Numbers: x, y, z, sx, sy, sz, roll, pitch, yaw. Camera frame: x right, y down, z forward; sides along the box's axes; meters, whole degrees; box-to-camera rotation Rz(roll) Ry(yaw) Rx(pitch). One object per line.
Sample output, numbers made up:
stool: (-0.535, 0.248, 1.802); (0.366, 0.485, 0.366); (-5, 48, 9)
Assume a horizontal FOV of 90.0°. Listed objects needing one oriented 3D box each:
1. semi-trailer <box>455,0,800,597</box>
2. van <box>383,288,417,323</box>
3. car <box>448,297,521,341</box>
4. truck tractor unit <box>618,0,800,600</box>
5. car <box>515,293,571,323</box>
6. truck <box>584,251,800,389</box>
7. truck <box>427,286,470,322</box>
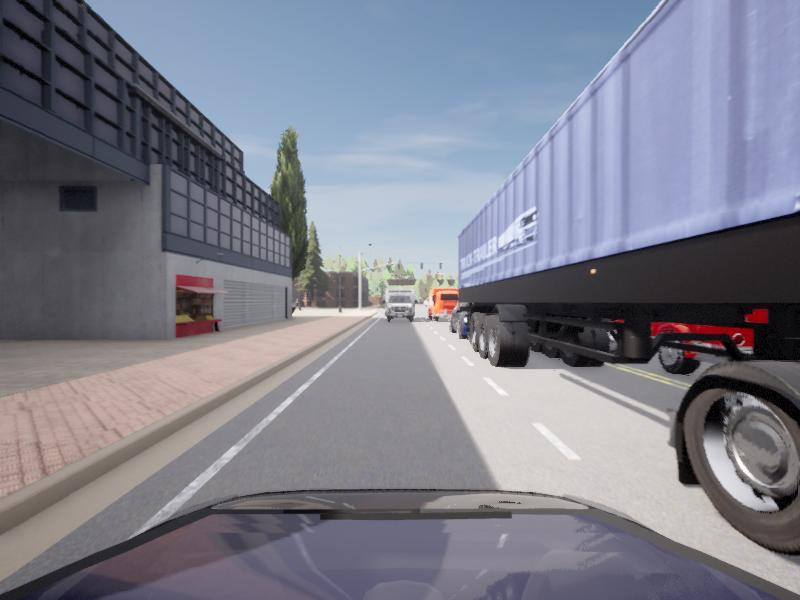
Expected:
semi-trailer: (3.503, -0.621, 8.260); (2.717, 4.402, 14.254); (0, 0, 0)
van: (-0.003, 0.373, 30.905); (2.351, 2.431, 6.366); (0, 0, 0)
car: (3.498, 0.756, 17.540); (2.242, 1.667, 4.611); (0, 0, 0)
truck tractor unit: (3.502, -0.523, 0.350); (3.053, 4.208, 6.516); (0, 0, 0)
car: (10.500, 0.564, 29.921); (2.150, 2.045, 5.566); (0, 0, 0)
truck: (7.001, 0.356, 9.740); (2.627, 2.467, 5.204); (0, 0, 0)
truck: (3.498, 0.379, 30.185); (2.627, 2.467, 5.204); (0, -2, 0)
